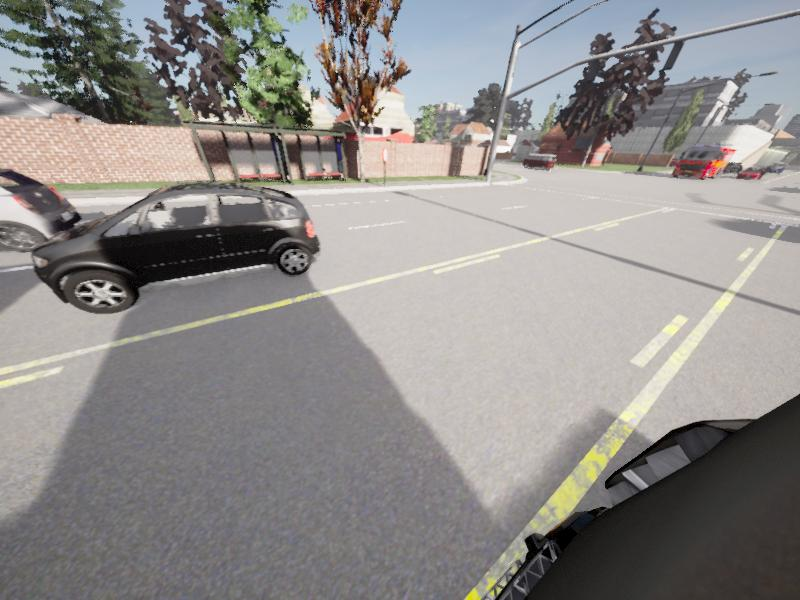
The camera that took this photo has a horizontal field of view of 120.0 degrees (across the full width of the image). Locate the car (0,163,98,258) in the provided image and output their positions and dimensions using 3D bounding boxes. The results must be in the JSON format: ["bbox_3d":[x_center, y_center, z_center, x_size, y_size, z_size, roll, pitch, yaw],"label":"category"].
[{"bbox_3d":[-9.222,-1.669,4.376,3.633,1.501,1.845,-17,38,-27],"label":"car"}]

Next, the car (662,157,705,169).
[{"bbox_3d":[65.024,-31.511,53.121,2.150,2.045,5.566,-18,39,-27],"label":"car"}]

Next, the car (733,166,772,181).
[{"bbox_3d":[47.553,-17.079,31.144,4.514,1.525,2.007,-18,39,-27],"label":"car"}]

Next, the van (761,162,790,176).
[{"bbox_3d":[67.805,-23.693,41.700,4.442,1.987,1.775,-18,39,-27],"label":"van"}]

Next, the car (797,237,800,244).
[{"bbox_3d":[16.514,-2.793,7.945,5.027,1.651,2.152,-17,38,-27],"label":"car"}]

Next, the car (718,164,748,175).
[{"bbox_3d":[56.987,-22.356,39.540,4.892,1.490,1.837,-18,39,-27],"label":"car"}]

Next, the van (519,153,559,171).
[{"bbox_3d":[20.656,-20.636,34.518,1.775,1.987,4.442,-19,39,-28],"label":"van"}]

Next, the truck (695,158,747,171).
[{"bbox_3d":[70.729,-29.989,51.120,2.390,2.098,6.274,-18,39,-27],"label":"truck"}]

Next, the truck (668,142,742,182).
[{"bbox_3d":[38.253,-17.364,28.987,8.468,3.827,2.891,-17,39,-26],"label":"truck"}]

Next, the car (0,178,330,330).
[{"bbox_3d":[-3.437,-1.166,4.072,3.705,1.549,1.789,-17,38,-28],"label":"car"}]
